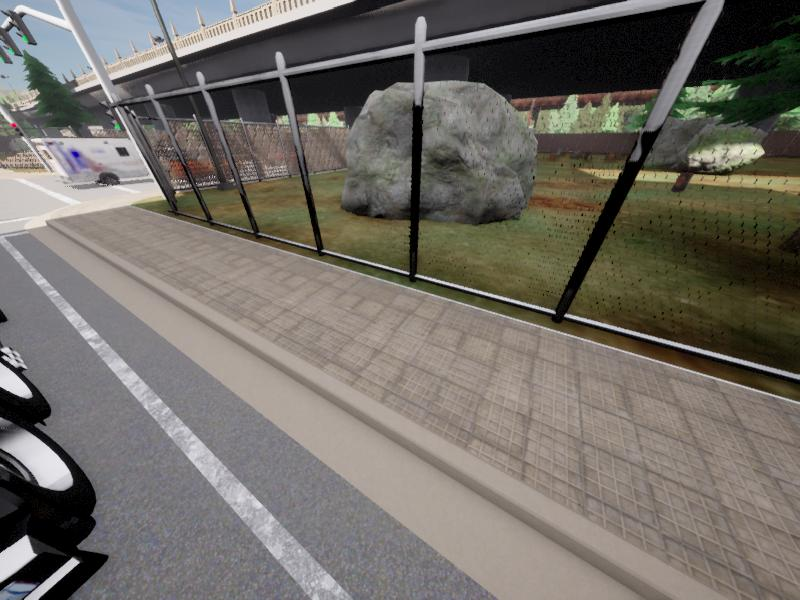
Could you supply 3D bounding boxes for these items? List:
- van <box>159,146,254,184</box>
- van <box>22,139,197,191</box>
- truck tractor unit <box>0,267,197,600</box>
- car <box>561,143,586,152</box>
[{"bbox_3d":[-13.304,-9.657,16.336,1.775,1.987,4.442,18,39,24],"label":"van"},{"bbox_3d":[-18.091,-9.067,15.130,2.351,2.431,6.366,18,39,24],"label":"van"},{"bbox_3d":[-5.123,-0.286,0.787,6.516,4.208,3.053,18,39,24],"label":"truck tractor unit"},{"bbox_3d":[36.202,-31.812,48.272,3.705,1.549,1.789,18,39,25],"label":"car"}]
